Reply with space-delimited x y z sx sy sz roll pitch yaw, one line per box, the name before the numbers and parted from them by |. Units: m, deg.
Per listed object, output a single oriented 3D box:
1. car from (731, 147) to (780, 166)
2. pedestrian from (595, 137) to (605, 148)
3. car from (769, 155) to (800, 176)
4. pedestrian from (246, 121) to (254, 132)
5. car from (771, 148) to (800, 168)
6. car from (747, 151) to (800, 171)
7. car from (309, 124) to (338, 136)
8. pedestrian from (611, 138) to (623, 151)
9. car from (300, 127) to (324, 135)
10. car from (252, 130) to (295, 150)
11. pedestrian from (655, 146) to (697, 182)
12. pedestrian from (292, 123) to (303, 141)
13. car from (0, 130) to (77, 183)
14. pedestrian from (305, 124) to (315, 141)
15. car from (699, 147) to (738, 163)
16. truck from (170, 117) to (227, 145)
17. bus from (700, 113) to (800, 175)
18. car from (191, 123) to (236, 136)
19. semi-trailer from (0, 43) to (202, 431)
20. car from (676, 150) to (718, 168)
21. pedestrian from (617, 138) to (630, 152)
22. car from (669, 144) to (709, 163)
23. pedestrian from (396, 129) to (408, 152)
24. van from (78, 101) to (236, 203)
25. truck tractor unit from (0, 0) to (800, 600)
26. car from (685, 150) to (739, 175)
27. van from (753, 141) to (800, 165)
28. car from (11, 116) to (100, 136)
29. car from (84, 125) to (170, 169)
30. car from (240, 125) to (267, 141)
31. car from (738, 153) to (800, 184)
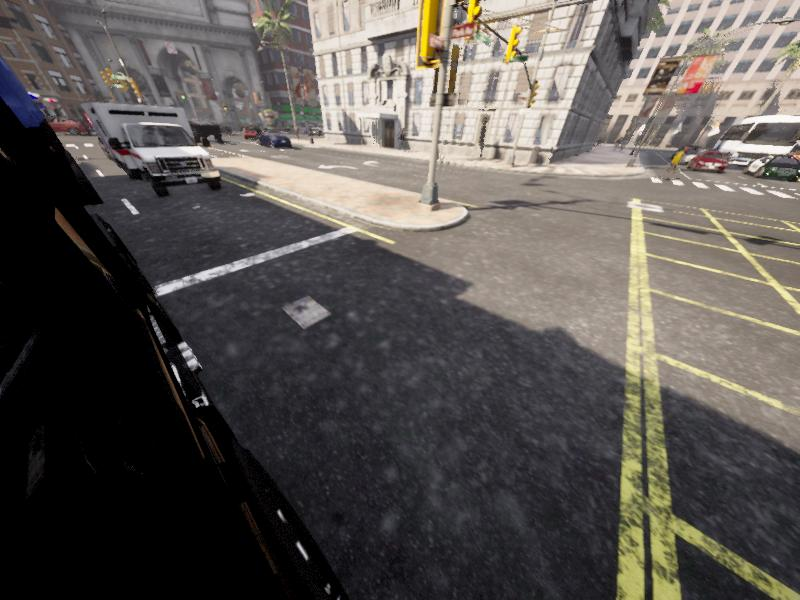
car | 46.340 -18.861 30.273 2.152 1.651 5.027 28 44 30
pedestrian | 42.291 -33.381 48.906 0.751 1.860 0.751 -28 46 -34
car | 37.124 -12.404 21.369 1.895 1.301 4.718 28 44 30
pedestrian | -31.800 -36.922 49.125 0.751 1.860 0.751 -4 37 -9
car | 48.920 -17.398 28.333 2.097 1.767 4.553 28 44 30
car | 41.721 -15.585 25.810 2.033 1.411 5.357 28 44 30
car | -16.303 -36.463 49.594 2.150 2.045 5.566 29 44 30
pedestrian | 37.886 -27.126 40.293 0.751 1.860 0.751 27 43 29
car | -19.429 -37.398 51.154 1.812 1.442 4.674 28 44 30
car | -12.825 -16.252 23.404 4.181 1.385 1.994 28 44 30
pedestrian | 17.149 -8.475 14.400 0.751 1.860 0.751 23 41 25
pedestrian | -13.998 -22.871 31.461 0.751 1.860 0.751 4 37 2
car | -16.180 -6.306 9.913 5.357 1.411 2.033 28 44 30
pedestrian | -12.665 -23.677 32.617 0.751 1.860 0.751 16 39 17
car | 42.696 -19.561 31.065 2.007 1.525 4.514 28 44 30
truck | -22.092 -18.590 25.353 6.274 2.098 2.390 26 43 28
bus | 36.063 -15.987 23.621 3.944 4.253 10.273 28 44 30
car | -29.378 -26.948 36.550 2.128 1.511 4.902 22 41 24
semi-trailer | -8.703 -3.598 4.228 14.254 4.402 2.717 28 44 30
car | 31.755 -15.261 24.854 1.895 1.301 4.718 28 44 30
pedestrian | 37.755 -26.159 38.994 0.751 1.860 0.751 22 41 24
car | 36.292 -18.503 29.143 2.242 1.667 4.611 28 44 30
pedestrian | 0.160 -15.707 22.763 0.751 1.860 0.751 31 45 32
van | -9.371 -5.853 8.857 6.366 2.431 2.351 28 44 30
truck tractor unit | -2.645 -0.295 0.351 6.516 4.208 3.053 28 44 30
car | 27.395 -12.284 20.494 1.812 1.442 4.674 28 44 30
van | 53.537 -20.865 32.619 1.988 2.561 5.915 28 44 30
car | -38.398 -19.520 25.994 5.027 1.651 2.152 -12 39 -18
car | -15.265 -8.656 12.906 4.856 1.649 2.033 28 44 30
car | -20.375 -23.411 32.299 1.851 1.617 3.988 -5 37 -10
car | 29.403 -10.428 18.067 2.038 1.542 4.974 28 44 29
